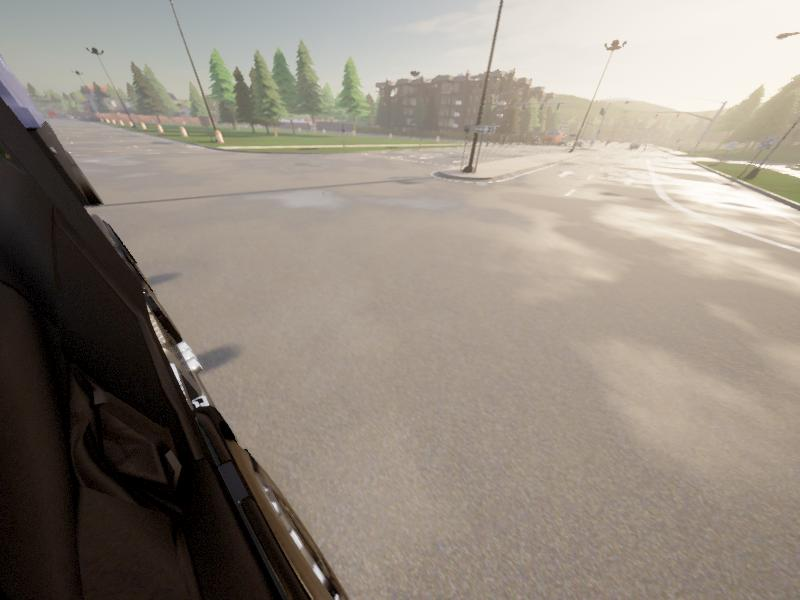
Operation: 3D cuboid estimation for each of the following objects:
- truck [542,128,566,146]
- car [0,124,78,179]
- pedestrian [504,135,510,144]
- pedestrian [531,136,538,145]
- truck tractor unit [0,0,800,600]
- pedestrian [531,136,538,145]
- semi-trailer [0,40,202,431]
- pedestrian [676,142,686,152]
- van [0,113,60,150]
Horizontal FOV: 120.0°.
[{"bbox_3d":[42.633,-45.232,64.032,2.891,3.827,8.468,28,43,30],"label":"truck"},{"bbox_3d":[-17.047,-6.840,10.438,5.027,1.651,2.152,28,43,30],"label":"car"},{"bbox_3d":[26.171,-39.184,56.462,0.751,1.860,0.751,30,45,32],"label":"pedestrian"},{"bbox_3d":[35.099,-41.529,60.184,0.751,1.860,0.751,26,43,28],"label":"pedestrian"},{"bbox_3d":[-2.645,-0.295,0.351,6.516,4.208,3.053,28,44,30],"label":"truck tractor unit"},{"bbox_3d":[34.497,-40.953,59.371,0.751,1.860,0.751,7,37,5],"label":"pedestrian"},{"bbox_3d":[-8.703,-3.588,4.241,14.254,4.402,2.717,28,43,30],"label":"semi-trailer"},{"bbox_3d":[69.023,-37.599,56.772,0.751,1.860,0.751,29,44,31],"label":"pedestrian"},{"bbox_3d":[-27.360,-12.440,17.014,4.442,1.987,1.775,28,43,30],"label":"van"}]
